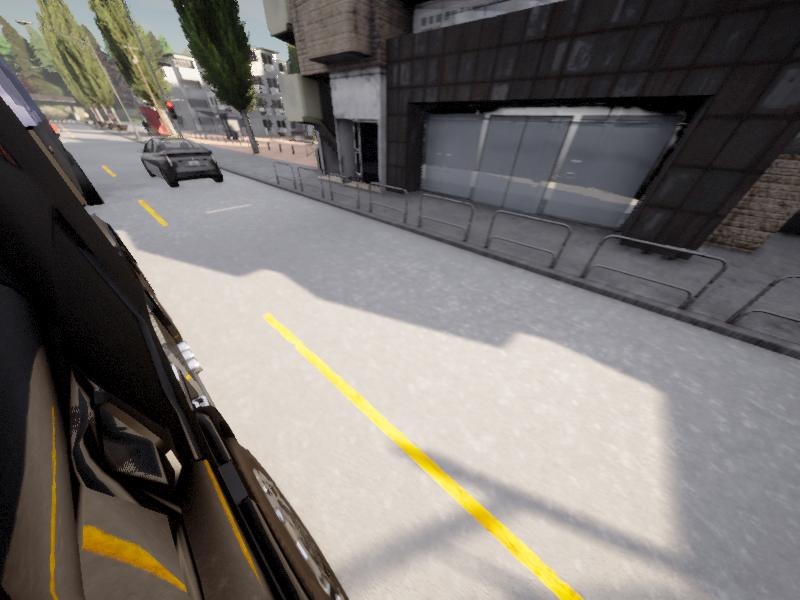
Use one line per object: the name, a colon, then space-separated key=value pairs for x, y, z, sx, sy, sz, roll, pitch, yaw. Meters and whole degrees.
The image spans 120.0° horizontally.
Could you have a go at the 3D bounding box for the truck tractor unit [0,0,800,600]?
truck tractor unit: x=-2.645 y=-0.295 z=0.351 sx=6.516 sy=4.208 sz=3.053 roll=28 pitch=44 yaw=30

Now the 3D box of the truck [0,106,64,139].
truck: x=-38.245 y=-18.495 z=24.116 sx=5.204 sy=2.467 sz=2.627 roll=28 pitch=44 yaw=30

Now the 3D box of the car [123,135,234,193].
car: x=-9.245 y=-5.853 z=9.640 sx=4.514 sy=1.525 sz=2.007 roll=28 pitch=44 yaw=30

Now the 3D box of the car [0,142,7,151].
car: x=-28.447 y=-9.746 z=13.806 sx=1.837 sy=1.490 sz=4.892 roll=25 pitch=43 yaw=27

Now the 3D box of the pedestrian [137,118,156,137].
pedestrian: x=-31.646 y=-21.586 z=28.887 sx=0.751 sy=1.860 sz=0.751 roll=25 pitch=42 yaw=27

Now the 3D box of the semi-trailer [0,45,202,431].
semi-trailer: x=-8.703 y=-3.590 z=4.241 sx=14.254 sy=4.402 sz=2.717 roll=28 pitch=44 yaw=30
